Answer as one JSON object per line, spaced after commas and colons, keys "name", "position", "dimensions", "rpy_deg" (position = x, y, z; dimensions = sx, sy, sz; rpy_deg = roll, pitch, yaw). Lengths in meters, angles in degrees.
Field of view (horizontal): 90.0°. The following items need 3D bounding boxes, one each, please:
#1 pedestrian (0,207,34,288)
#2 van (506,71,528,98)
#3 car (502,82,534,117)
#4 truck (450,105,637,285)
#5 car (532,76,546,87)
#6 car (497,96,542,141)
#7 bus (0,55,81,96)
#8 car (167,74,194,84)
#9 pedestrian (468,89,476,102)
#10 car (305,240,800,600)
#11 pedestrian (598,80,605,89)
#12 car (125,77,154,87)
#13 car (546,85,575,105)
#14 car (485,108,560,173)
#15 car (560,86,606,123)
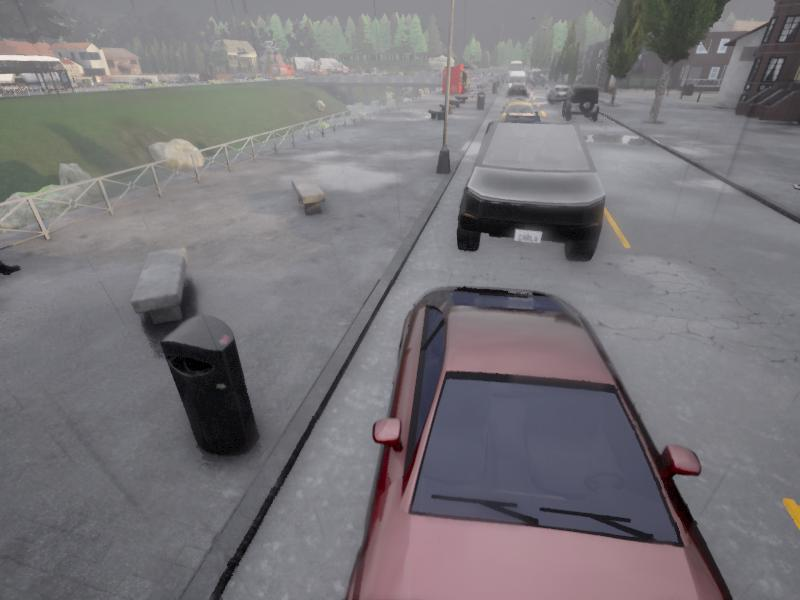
{"name": "pedestrian", "position": [-6.431, -1.097, 5.833], "dimensions": [0.751, 1.860, 0.751], "rpy_deg": [7, 31, 12]}
{"name": "van", "position": [13.447, -24.980, 46.227], "dimensions": [1.988, 2.561, 5.915], "rpy_deg": [7, 31, 12]}
{"name": "car", "position": [8.762, -15.050, 29.895], "dimensions": [1.932, 1.855, 4.605], "rpy_deg": [7, 33, 12]}
{"name": "truck", "position": [2.773, -2.830, 8.780], "dimensions": [2.390, 2.098, 6.274], "rpy_deg": [7, 31, 12]}
{"name": "car", "position": [24.034, -37.841, 69.213], "dimensions": [1.789, 1.549, 3.705], "rpy_deg": [7, 31, 12]}
{"name": "car", "position": [6.175, -9.594, 20.875], "dimensions": [1.801, 1.575, 5.366], "rpy_deg": [7, 31, 12]}
{"name": "bus", "position": [-48.482, -29.234, 51.912], "dimensions": [3.944, 4.253, 10.273], "rpy_deg": [7, 31, 12]}
{"name": "car", "position": [-44.364, -44.754, 81.058], "dimensions": [2.033, 1.649, 4.856], "rpy_deg": [7, 31, 12]}
{"name": "pedestrian", "position": [6.774, -19.242, 37.605], "dimensions": [0.500, 1.100, 0.500], "rpy_deg": [-2, 30, -4]}
{"name": "car", "position": [0.828, 1.016, 2.949], "dimensions": [1.994, 1.385, 4.181], "rpy_deg": [4, 30, 6]}
{"name": "pedestrian", "position": [30.066, -32.128, 59.663], "dimensions": [0.500, 1.100, 0.500], "rpy_deg": [5, 31, 8]}
{"name": "car", "position": [-46.924, -39.390, 72.132], "dimensions": [1.970, 1.475, 3.806], "rpy_deg": [7, 31, 12]}
{"name": "car", "position": [15.065, -19.366, 37.688], "dimensions": [1.970, 1.475, 3.806], "rpy_deg": [7, 31, 12]}
{"name": "car", "position": [4.507, -6.140, 15.025], "dimensions": [2.128, 1.511, 4.902], "rpy_deg": [7, 31, 12]}
{"name": "car", "position": [11.773, -12.775, 25.998], "dimensions": [1.905, 1.878, 3.866], "rpy_deg": [7, 31, 12]}
